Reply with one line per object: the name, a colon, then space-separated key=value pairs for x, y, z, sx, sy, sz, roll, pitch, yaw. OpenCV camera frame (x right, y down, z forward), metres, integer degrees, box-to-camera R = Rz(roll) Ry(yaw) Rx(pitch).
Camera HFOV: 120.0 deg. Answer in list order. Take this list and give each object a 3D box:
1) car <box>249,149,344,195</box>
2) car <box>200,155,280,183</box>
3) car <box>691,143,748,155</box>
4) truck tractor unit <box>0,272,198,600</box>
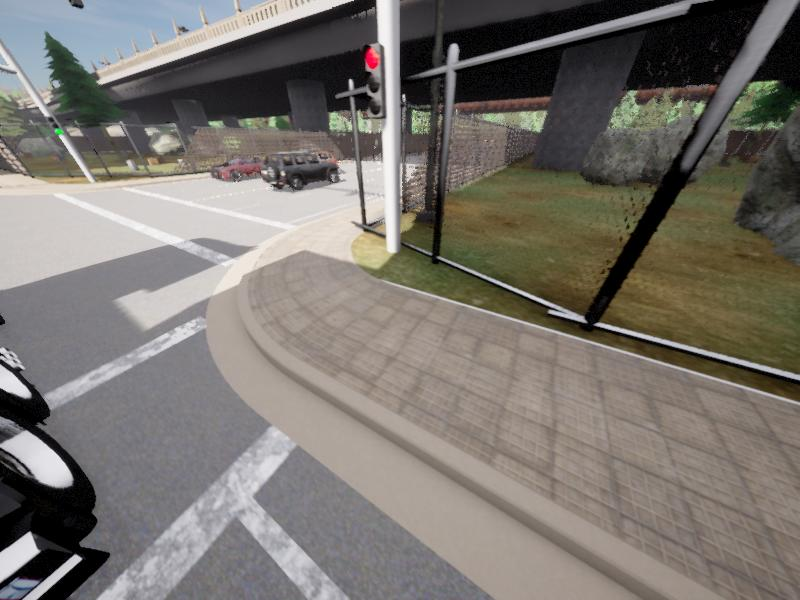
car: x=-5.674 y=-7.638 z=13.501 sx=1.932 sy=1.855 sz=4.605 roll=18 pitch=39 yaw=24
car: x=-11.474 y=-9.661 z=16.910 sx=1.994 sy=1.385 sz=4.181 roll=18 pitch=39 yaw=24
car: x=54.784 y=-26.124 z=39.818 sx=5.238 sy=1.638 sz=1.930 roll=18 pitch=39 yaw=25
truck tractor unit: x=-5.128 y=-0.281 z=0.774 sx=6.516 sy=4.208 sz=3.053 roll=18 pitch=38 yaw=24
